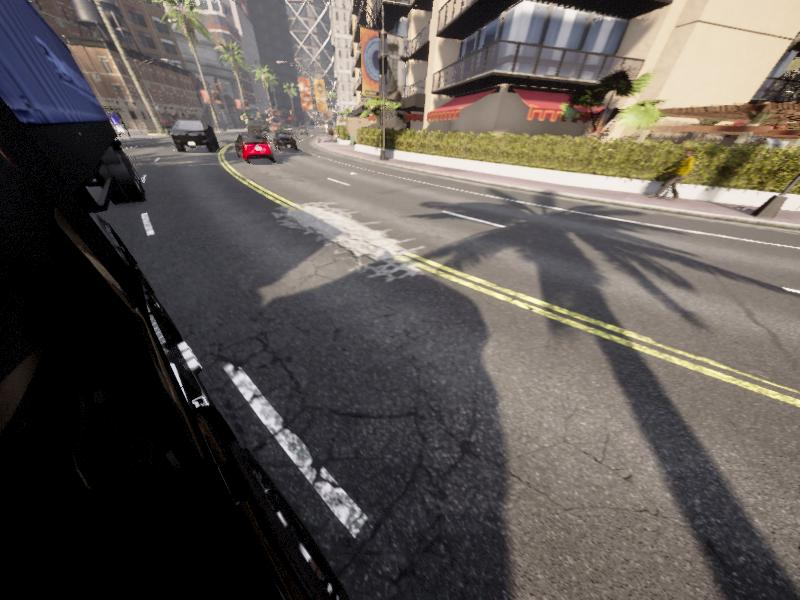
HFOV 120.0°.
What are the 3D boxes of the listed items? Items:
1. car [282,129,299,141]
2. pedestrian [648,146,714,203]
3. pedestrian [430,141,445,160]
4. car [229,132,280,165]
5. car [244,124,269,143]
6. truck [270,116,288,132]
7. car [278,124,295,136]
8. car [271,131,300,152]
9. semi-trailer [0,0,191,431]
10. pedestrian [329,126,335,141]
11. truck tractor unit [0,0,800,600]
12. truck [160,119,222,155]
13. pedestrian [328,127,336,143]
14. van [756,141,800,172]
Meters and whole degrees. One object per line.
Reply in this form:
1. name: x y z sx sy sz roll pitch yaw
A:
1. car: -17.998 -27.342 38.143 1.970 1.475 3.806 -7 38 -12
2. pedestrian: 10.973 -4.953 9.136 0.751 1.860 0.751 23 41 26
3. pedestrian: 3.102 -12.547 19.378 0.751 1.300 0.751 -22 43 -29
4. car: -10.076 -10.484 15.887 2.007 1.525 4.514 -21 43 -28
5. car: -19.463 -22.704 31.462 1.905 1.878 3.866 -9 38 -15
6. truck: -39.923 -58.308 76.527 2.891 3.827 8.468 -6 37 -11
7. car: -25.966 -39.085 52.991 2.150 2.045 5.566 -5 37 -10
8. car: -11.605 -16.056 23.321 1.837 1.490 4.892 -16 40 -23
9. semi-trailer: -8.181 -3.898 4.697 2.717 4.402 14.254 -28 46 -34
10. pedestrian: -11.153 -27.262 37.830 0.751 1.860 0.751 -7 38 -12
11. truck tractor unit: -2.645 -0.295 0.351 6.516 4.208 3.053 28 44 30
12. truck: -17.118 -13.779 19.416 2.390 2.098 6.274 -15 40 -22
13. pedestrian: -9.467 -22.901 32.062 0.751 1.860 0.751 -7 38 -12
14. van: 43.384 -14.863 24.160 1.988 2.561 5.915 -7 38 -12
